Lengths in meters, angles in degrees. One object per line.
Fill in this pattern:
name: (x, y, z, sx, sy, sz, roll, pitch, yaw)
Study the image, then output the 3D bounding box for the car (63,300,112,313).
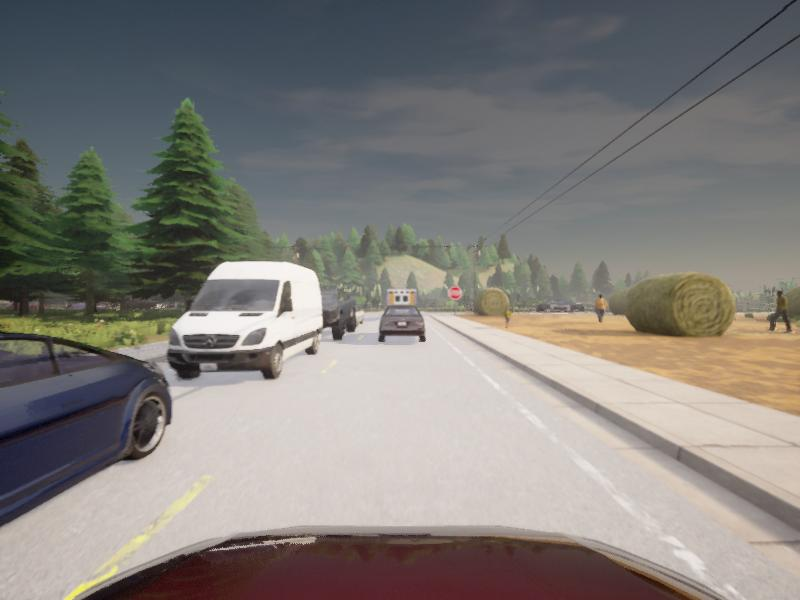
car: (-41.017, 0.808, 52.551, 4.856, 1.649, 2.033, 0, 0, 1)

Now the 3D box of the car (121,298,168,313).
car: (-31.130, 0.677, 48.835, 4.605, 1.855, 1.932, 0, 0, 1)

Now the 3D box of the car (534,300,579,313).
car: (19.453, 0.803, 49.916, 4.856, 1.649, 2.033, 0, 0, 3)

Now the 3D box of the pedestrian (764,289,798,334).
pedestrian: (16.125, 0.477, 16.963, 0.751, 1.860, 0.751, 0, 0, 9)

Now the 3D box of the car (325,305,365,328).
car: (-3.406, 0.973, 25.628, 1.895, 1.301, 4.718, 0, 0, 0)

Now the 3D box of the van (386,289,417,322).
van: (0.142, 0.416, 33.243, 2.351, 2.431, 6.366, 0, 0, 0)

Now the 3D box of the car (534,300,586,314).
car: (18.550, 0.791, 46.462, 5.238, 1.638, 1.930, 0, 0, 3)

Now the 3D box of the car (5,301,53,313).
car: (-48.861, 0.898, 52.743, 4.674, 1.442, 1.812, 0, 0, 1)

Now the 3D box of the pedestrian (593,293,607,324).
pedestrian: (11.959, 0.493, 23.887, 0.751, 1.860, 0.751, 0, 0, 29)

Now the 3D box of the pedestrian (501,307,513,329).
pedestrian: (5.310, 0.881, 19.870, 0.500, 1.100, 0.500, 0, 0, 3)

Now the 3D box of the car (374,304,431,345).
car: (0.085, 0.914, 16.908, 2.033, 1.411, 5.357, 0, 0, 0)

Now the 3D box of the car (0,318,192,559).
car: (-3.470, 0.910, 2.661, 1.994, 1.385, 4.181, 0, 0, 0)

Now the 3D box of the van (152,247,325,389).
van: (-3.446, 0.334, 10.146, 1.988, 2.561, 5.915, 0, 0, 0)

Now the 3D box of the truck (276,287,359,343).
truck: (-3.398, 0.563, 18.024, 2.390, 2.098, 6.274, 0, 0, 0)
